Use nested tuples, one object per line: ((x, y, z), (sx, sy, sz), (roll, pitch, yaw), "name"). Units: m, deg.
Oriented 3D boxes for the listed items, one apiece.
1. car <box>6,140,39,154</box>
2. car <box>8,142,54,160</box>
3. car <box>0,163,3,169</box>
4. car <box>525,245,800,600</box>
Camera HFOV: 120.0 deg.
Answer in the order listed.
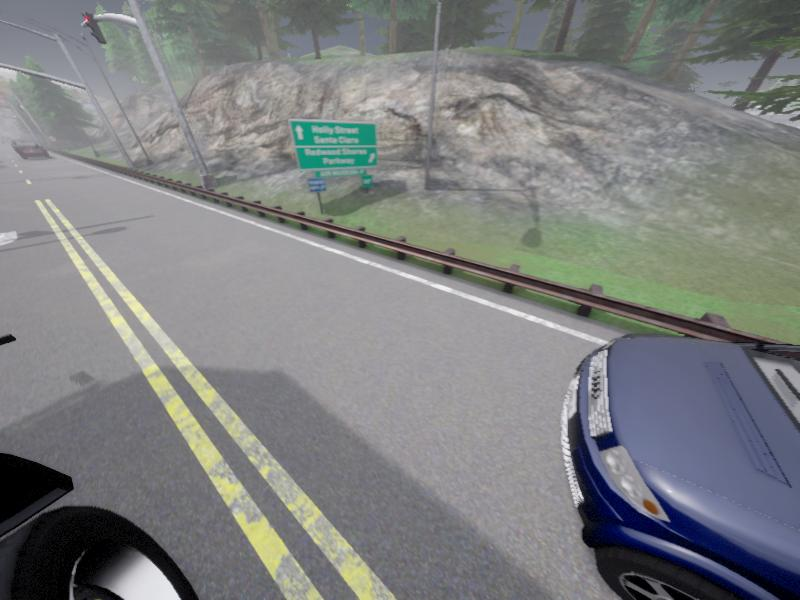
((-55.105, -22.382, 33.716), (3.988, 1.617, 1.851), (22, 41, 28), "car")
((-42.141, -17.077, 26.383), (4.792, 1.488, 2.163), (22, 41, 28), "car")
((-34.422, -11.531, 18.477), (4.856, 1.649, 2.033), (22, 41, 28), "car")
((2.882, 1.213, 0.861), (3.705, 1.549, 1.789), (22, 40, 28), "car")
